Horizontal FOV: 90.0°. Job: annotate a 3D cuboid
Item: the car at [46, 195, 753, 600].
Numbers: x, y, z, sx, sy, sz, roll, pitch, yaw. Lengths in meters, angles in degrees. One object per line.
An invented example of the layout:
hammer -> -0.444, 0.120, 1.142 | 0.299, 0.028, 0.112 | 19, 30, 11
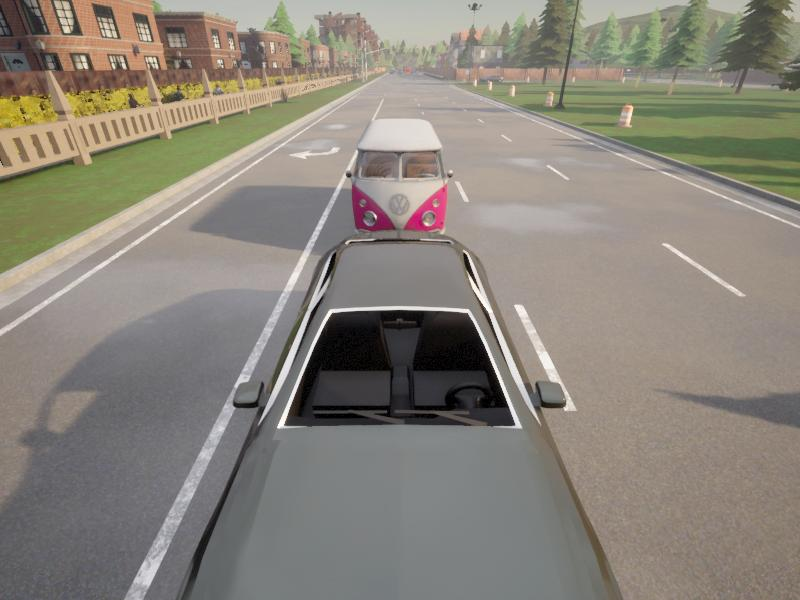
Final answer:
car -> -0.002, 0.659, 3.294 | 2.152, 1.651, 5.027 | 0, 30, 0

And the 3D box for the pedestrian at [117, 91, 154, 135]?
pedestrian -> -12.604, -8.933, 19.121 | 0.751, 1.860, 0.751 | -1, 30, -1

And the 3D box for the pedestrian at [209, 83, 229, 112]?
pedestrian -> -12.993, -14.592, 28.815 | 0.751, 1.860, 0.751 | -2, 30, -4

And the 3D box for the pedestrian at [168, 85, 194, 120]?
pedestrian -> -13.484, -12.167, 24.661 | 0.751, 1.860, 0.751 | -1, 30, -1

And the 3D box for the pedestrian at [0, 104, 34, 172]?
pedestrian -> -12.431, -5.008, 12.398 | 0.751, 1.860, 0.751 | 0, 30, 0

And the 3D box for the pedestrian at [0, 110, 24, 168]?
pedestrian -> -13.247, -5.304, 12.906 | 0.751, 1.860, 0.751 | 0, 30, 0

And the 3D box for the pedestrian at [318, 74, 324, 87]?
pedestrian -> -13.002, -36.206, 65.845 | 0.751, 1.860, 0.751 | 0, 30, 0

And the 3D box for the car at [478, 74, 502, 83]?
car -> 20.147, -49.933, 90.029 | 4.611, 1.667, 2.242 | -6, 31, -11

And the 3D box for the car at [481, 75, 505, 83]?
car -> 20.157, -48.065, 86.910 | 4.514, 1.525, 2.007 | -7, 31, -12

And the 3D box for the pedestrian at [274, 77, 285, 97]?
pedestrian -> -13.100, -23.131, 43.439 | 0.751, 1.860, 0.751 | 0, 30, 0

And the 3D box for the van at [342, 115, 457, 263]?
van -> -0.011, -2.634, 8.562 | 1.775, 1.987, 4.442 | 0, 30, 0
